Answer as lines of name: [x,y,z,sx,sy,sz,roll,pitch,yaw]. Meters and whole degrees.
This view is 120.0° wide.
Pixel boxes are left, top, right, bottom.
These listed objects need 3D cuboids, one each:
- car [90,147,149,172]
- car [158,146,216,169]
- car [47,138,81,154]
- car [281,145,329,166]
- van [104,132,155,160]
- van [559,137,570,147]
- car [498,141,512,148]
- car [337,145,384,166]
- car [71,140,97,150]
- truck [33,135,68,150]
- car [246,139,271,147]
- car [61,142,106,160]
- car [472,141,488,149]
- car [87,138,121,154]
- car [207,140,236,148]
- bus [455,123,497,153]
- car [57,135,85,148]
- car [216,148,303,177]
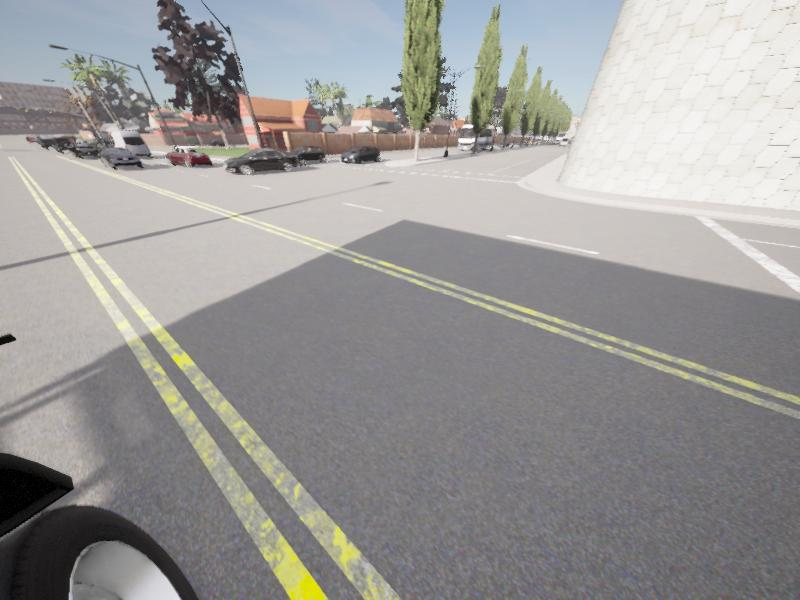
car: [-23.132,-11.690,19.026,5.357,1.411,2.033,24,42,29]
car: [-18.602,-12.579,20.258,3.806,1.475,1.970,17,38,22]
car: [-49.297,-22.667,33.890,3.866,1.878,1.905,22,41,28]
car: [-9.008,-13.959,22.240,1.789,1.549,3.705,22,40,27]
van: [-31.989,-18.320,27.337,5.915,2.561,1.988,22,41,28]
van: [52.481,-50.514,73.625,1.988,2.561,5.915,19,39,24]
car: [27.969,-41.295,61.402,2.128,1.511,4.902,22,41,27]
car: [-3.867,-14.681,23.335,2.007,1.525,4.514,22,40,27]
car: [-58.171,-28.598,42.525,3.806,1.475,1.970,22,41,28]
truck: [-62.402,-28.116,41.259,6.274,2.098,2.390,22,41,28]
car: [-36.779,-41.036,60.257,2.152,1.651,5.027,21,40,27]
car: [-36.949,-17.474,26.983,4.902,1.511,2.128,22,41,28]
car: [19.551,-37.856,56.373,1.882,1.535,5.008,22,40,27]
car: [-44.311,-23.089,34.549,4.605,1.855,1.932,23,41,28]
car: [-41.771,-36.660,54.126,1.837,1.490,4.892,21,41,27]
bus: [14.876,-31.353,44.761,3.944,4.253,10.273,22,41,27]
car: [-69.135,-33.336,48.566,5.566,2.045,2.150,23,41,27]
car: [-10.010,-10.119,16.842,4.892,1.490,1.837,-30,45,-35]
